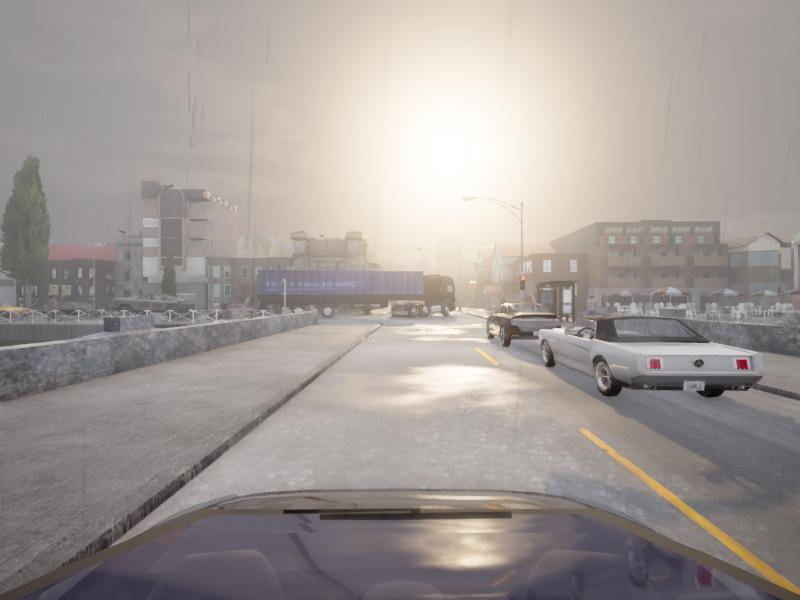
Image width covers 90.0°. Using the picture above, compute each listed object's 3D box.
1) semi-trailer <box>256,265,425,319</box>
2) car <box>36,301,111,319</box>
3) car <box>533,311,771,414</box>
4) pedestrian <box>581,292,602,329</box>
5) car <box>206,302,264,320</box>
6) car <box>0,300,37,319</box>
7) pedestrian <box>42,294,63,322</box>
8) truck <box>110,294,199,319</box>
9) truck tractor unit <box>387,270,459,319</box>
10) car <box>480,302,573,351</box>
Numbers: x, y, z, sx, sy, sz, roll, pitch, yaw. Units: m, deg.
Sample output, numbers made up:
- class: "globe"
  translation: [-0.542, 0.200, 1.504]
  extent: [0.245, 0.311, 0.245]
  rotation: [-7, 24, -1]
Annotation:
- class: "semi-trailer"
  translation: [-5.023, -0.622, 35.458]
  extent: [14.254, 4.402, 2.717]
  rotation: [0, 0, -12]
- class: "car"
  translation: [-28.550, 0.836, 35.105]
  extent: [4.902, 1.511, 2.128]
  rotation: [0, 0, 2]
- class: "car"
  translation: [4.303, 0.944, 7.966]
  extent: [1.895, 1.301, 4.718]
  rotation: [0, 0, 2]
- class: "pedestrian"
  translation: [9.988, 0.533, 20.907]
  extent: [0.751, 1.860, 0.751]
  rotation: [0, 0, 2]
- class: "car"
  translation: [-14.003, 0.921, 34.203]
  extent: [4.181, 1.385, 1.994]
  rotation: [-1, 0, -10]
- class: "car"
  translation: [-35.539, 0.801, 35.340]
  extent: [5.366, 1.575, 1.801]
  rotation: [0, 0, 2]
- class: "pedestrian"
  translation: [-23.298, 0.547, 26.794]
  extent: [0.751, 1.860, 0.751]
  rotation: [0, 0, 1]
- class: "truck"
  translation: [-21.283, 0.542, 34.862]
  extent: [6.274, 2.098, 2.390]
  rotation: [0, 0, 2]
- class: "truck tractor unit"
  translation: [2.288, -0.524, 37.961]
  extent: [6.516, 4.208, 3.053]
  rotation: [-1, 1, -41]
- class: "car"
  translation: [4.438, 0.836, 14.911]
  extent: [2.128, 1.511, 4.902]
  rotation: [0, 0, 3]
